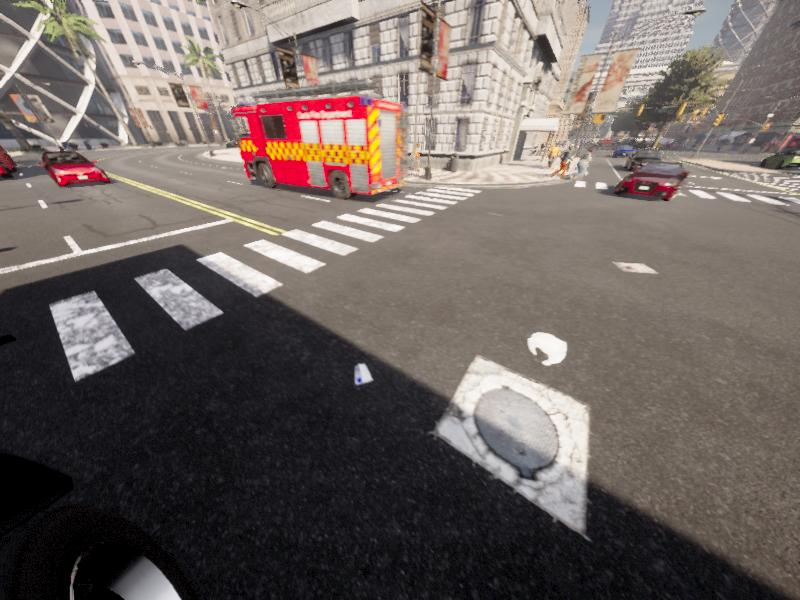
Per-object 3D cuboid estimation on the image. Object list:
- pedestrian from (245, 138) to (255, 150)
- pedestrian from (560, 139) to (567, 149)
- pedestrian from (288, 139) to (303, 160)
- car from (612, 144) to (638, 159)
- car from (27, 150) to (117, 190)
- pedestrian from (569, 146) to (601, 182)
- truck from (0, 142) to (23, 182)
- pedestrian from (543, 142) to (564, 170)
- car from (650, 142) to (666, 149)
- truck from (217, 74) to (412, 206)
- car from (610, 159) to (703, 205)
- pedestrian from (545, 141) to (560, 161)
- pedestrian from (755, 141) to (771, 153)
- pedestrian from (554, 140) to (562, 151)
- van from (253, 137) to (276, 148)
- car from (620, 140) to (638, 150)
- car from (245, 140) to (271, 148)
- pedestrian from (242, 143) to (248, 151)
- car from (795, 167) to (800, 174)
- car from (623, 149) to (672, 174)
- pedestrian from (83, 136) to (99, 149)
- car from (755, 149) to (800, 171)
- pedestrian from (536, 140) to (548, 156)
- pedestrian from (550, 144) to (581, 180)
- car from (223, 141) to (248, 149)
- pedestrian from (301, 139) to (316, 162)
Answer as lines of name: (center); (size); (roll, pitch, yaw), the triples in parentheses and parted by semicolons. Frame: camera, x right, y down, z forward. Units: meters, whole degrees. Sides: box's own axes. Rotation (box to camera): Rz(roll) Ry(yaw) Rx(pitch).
pedestrian: (-27.140, -28.239, 41.765); (0.751, 1.860, 0.751); (-7, 36, -11)
pedestrian: (38.194, -36.341, 53.875); (0.751, 1.860, 0.751); (20, 40, 25)
pedestrian: (-11.363, -16.410, 25.146); (0.751, 1.860, 0.751); (22, 41, 28)
car: (31.868, -21.177, 32.902); (1.882, 1.535, 5.008); (22, 40, 27)
car: (-18.128, -7.296, 12.755); (4.514, 1.525, 2.007); (22, 41, 28)
pedestrian: (11.387, -8.422, 14.300); (0.751, 1.860, 0.751); (10, 36, 14)
truck: (-26.993, -9.501, 13.802); (8.468, 3.827, 2.891); (25, 42, 31)
pedestrian: (11.988, -11.305, 18.130); (0.751, 1.860, 0.751); (13, 37, 18)
car: (72.345, -43.429, 64.832); (1.801, 1.575, 5.366); (22, 40, 27)
truck: (-3.942, -7.303, 10.905); (8.468, 3.827, 2.891); (19, 39, 24)
car: (12.192, -5.747, 10.984); (4.181, 1.385, 1.994); (-25, 42, -31)
pedestrian: (16.488, -16.144, 25.033); (0.751, 1.860, 0.751); (20, 40, 25)
pedestrian: (68.433, -28.856, 43.551); (0.751, 1.860, 0.751); (25, 42, 30)
pedestrian: (32.518, -31.775, 47.615); (0.751, 1.860, 0.751); (24, 41, 29)
van: (-33.521, -39.111, 57.314); (1.775, 1.987, 4.442); (20, 39, 25)
car: (55.709, -37.834, 56.309); (2.150, 2.045, 5.566); (22, 40, 27)
car: (-36.318, -40.112, 59.269); (2.152, 1.651, 5.027); (20, 39, 25)
pedestrian: (-26.568, -26.206, 39.547); (0.500, 1.100, 0.500); (-14, 38, -20)
car: (32.656, -10.087, 17.172); (1.789, 1.549, 3.705); (22, 41, 27)
car: (20.937, -11.976, 19.789); (1.837, 1.490, 4.892); (22, 40, 27)
pedestrian: (-55.890, -28.443, 41.781); (0.751, 1.860, 0.751); (-3, 35, -4)
car: (36.136, -13.006, 21.367); (2.007, 1.525, 4.514); (22, 40, 27)
pedestrian: (19.993, -21.366, 32.471); (0.751, 1.860, 0.751); (26, 43, 32)
pedestrian: (10.080, -8.449, 14.154); (0.751, 1.860, 0.751); (6, 36, 8)
car: (-36.247, -34.398, 51.143); (1.994, 1.385, 4.181); (7, 36, 9)
pedestrian: (-9.057, -14.761, 22.829); (0.751, 1.860, 0.751); (24, 42, 30)
